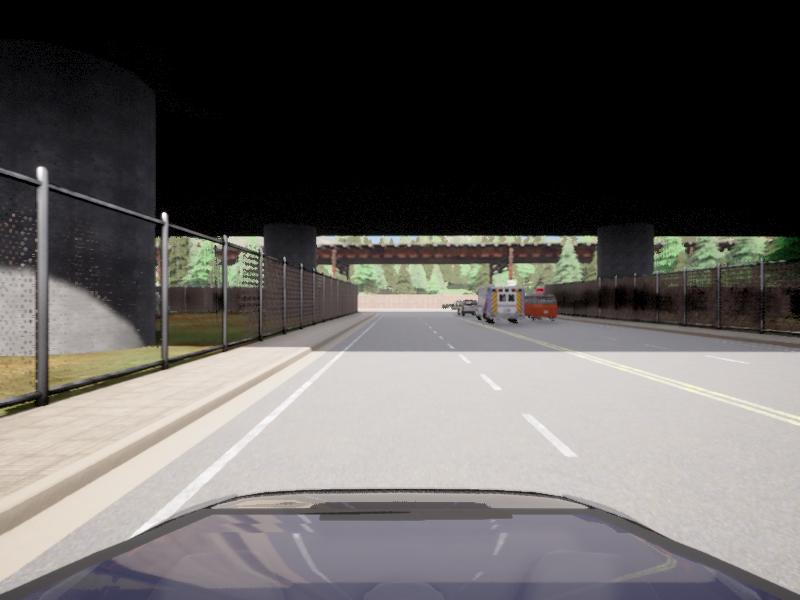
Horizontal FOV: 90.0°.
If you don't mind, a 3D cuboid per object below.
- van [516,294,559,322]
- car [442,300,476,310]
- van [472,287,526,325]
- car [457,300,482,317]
[{"bbox_3d":[10.499,0.608,30.937,1.775,1.987,4.442,0,-1,0],"label":"van"},{"bbox_3d":[9.261,0.797,63.053,5.238,1.638,1.930,0,0,1],"label":"car"},{"bbox_3d":[7.001,0.391,29.069,2.351,2.431,6.366,0,0,0],"label":"van"},{"bbox_3d":[7.003,0.805,40.901,1.851,1.617,3.988,0,0,0],"label":"car"}]
